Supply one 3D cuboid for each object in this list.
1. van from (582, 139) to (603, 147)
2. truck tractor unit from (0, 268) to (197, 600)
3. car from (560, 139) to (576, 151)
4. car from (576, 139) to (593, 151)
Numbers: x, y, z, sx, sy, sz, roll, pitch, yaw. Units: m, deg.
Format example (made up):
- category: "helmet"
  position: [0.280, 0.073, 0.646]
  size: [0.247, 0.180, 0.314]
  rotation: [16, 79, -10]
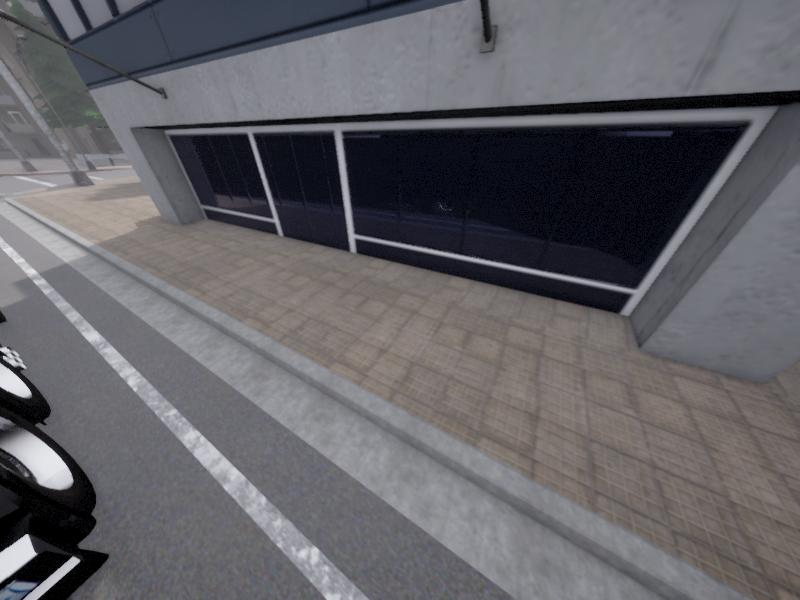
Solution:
- category: "van"
  position: [60.594, -49.556, 72.917]
  size: [4.480, 2.038, 2.069]
  rotation: [17, 39, 23]
- category: "truck tractor unit"
  position: [-5.124, -0.285, 0.780]
  size: [6.516, 4.208, 3.053]
  rotation: [18, 39, 24]
- category: "car"
  position: [34.757, -32.198, 47.956]
  size: [1.932, 1.855, 4.605]
  rotation: [17, 38, 23]
- category: "car"
  position: [37.510, -31.641, 47.105]
  size: [1.905, 1.878, 3.866]
  rotation: [17, 38, 23]
